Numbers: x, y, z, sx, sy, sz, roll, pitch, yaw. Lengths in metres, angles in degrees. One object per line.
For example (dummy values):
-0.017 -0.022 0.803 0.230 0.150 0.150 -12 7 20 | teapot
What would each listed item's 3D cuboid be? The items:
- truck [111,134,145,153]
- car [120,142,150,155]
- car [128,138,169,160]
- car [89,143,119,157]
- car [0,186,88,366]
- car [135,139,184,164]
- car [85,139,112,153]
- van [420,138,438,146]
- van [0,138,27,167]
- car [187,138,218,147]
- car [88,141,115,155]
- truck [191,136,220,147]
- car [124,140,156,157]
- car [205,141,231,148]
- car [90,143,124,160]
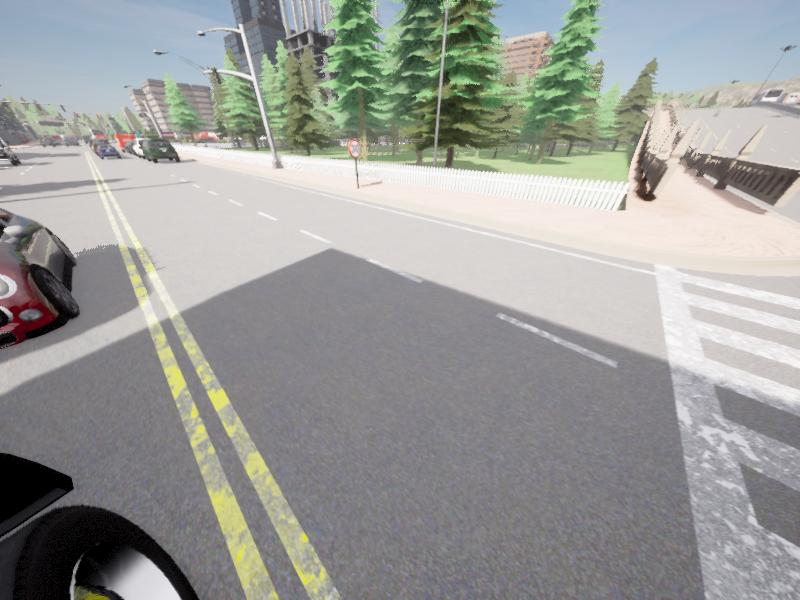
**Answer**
-45.895 -26.398 38.973 5.204 2.467 2.627 27 43 33 | truck
-41.117 -23.546 35.818 4.792 1.488 2.163 27 43 33 | car
-30.782 -18.490 28.226 5.566 2.045 2.150 27 43 33 | car
-39.598 -20.092 30.900 4.193 1.474 1.816 27 43 33 | car
-6.392 -0.425 3.190 3.806 1.475 1.970 27 43 33 | car
-25.303 -15.691 24.291 5.566 2.045 2.150 27 43 32 | car
-50.113 -25.640 38.349 4.605 1.855 1.932 27 43 33 | car
10.360 -56.896 83.170 5.915 2.561 1.988 1 35 1 | van
-35.700 -12.984 20.284 4.480 2.038 2.069 27 43 33 | van
-52.455 -42.000 61.586 2.150 2.045 5.566 26 42 32 | car
-44.833 -22.814 34.635 5.366 1.575 1.801 27 43 33 | car
-54.129 -44.157 64.290 2.627 2.467 5.204 26 42 31 | truck
-36.219 -21.204 32.183 4.605 1.855 1.932 27 43 33 | car
-48.334 -41.437 61.331 2.163 1.488 4.792 26 42 32 | car
-34.858 -17.701 27.472 3.705 1.549 1.789 27 43 33 | car
